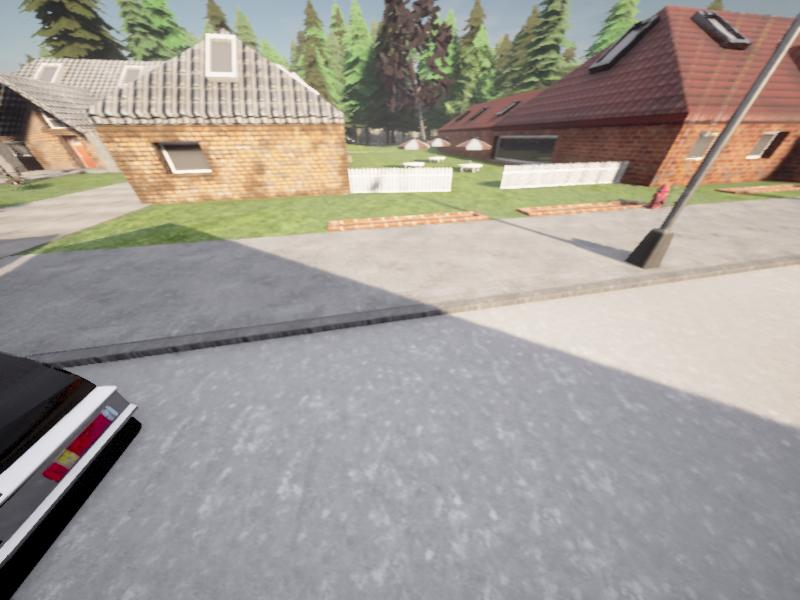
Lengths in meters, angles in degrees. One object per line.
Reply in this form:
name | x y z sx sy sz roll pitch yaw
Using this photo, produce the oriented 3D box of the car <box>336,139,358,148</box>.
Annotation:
car | -14.625 -43.491 64.109 5.566 2.045 2.150 -7 36 -9
